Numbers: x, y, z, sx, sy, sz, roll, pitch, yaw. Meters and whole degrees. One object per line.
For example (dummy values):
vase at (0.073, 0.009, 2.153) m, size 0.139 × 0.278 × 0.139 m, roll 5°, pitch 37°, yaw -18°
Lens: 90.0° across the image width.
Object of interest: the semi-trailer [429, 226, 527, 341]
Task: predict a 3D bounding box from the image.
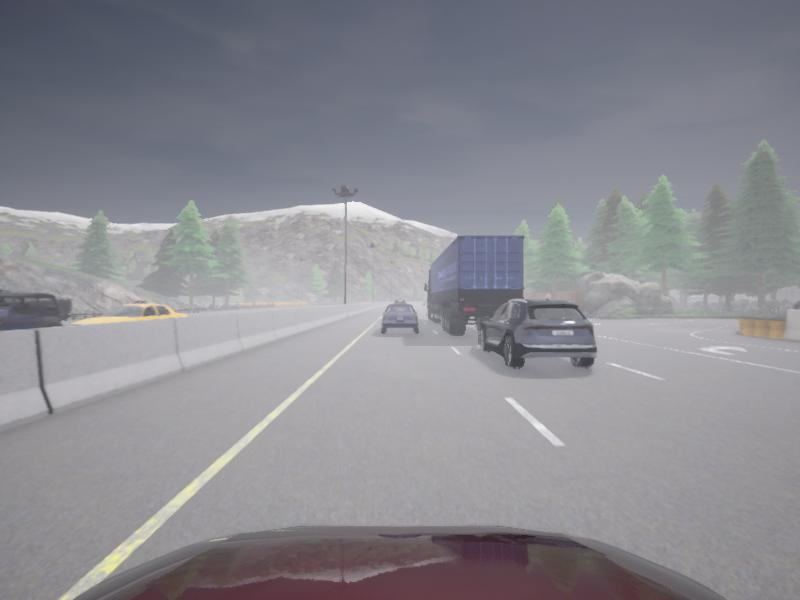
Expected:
semi-trailer at (3.508, -0.620, 22.434) m, size 2.717 × 4.402 × 14.254 m, roll 0°, pitch 0°, yaw 0°

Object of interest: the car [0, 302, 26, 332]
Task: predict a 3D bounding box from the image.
car at (-20.999, 0.837, 18.854) m, size 2.128 × 1.511 × 4.902 m, roll 0°, pitch 0°, yaw 0°

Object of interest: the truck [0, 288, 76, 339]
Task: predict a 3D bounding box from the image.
truck at (-17.498, 0.543, 16.973) m, size 2.390 × 2.098 × 6.274 m, roll 0°, pitch 0°, yaw 0°

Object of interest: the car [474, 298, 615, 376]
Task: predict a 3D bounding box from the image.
car at (3.488, 0.778, 10.840) m, size 2.033 × 1.649 × 4.856 m, roll 0°, pitch 0°, yaw 0°

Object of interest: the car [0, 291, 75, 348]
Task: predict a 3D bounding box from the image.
car at (-14.000, 0.647, 14.128) m, size 1.905 × 1.878 × 3.866 m, roll 0°, pitch 0°, yaw 0°

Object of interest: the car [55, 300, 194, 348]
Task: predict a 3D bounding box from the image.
car at (-10.499, 0.800, 15.913) m, size 1.801 × 1.575 × 5.366 m, roll 0°, pitch 0°, yaw 0°

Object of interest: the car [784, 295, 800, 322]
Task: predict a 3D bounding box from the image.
car at (26.569, 0.577, 24.106) m, size 4.856 × 1.649 × 2.033 m, roll 1°, pitch 0°, yaw 1°

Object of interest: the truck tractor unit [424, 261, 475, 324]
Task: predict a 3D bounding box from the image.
truck tractor unit at (3.514, -0.524, 30.353) m, size 3.053 × 4.208 × 6.516 m, roll 0°, pitch 0°, yaw 0°

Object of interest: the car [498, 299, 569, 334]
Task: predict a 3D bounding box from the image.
car at (7.002, 0.781, 21.607) m, size 2.152 × 1.651 × 5.027 m, roll 0°, pitch 0°, yaw 0°

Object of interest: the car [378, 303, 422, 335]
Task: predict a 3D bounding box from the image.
car at (0.004, 0.895, 20.828) m, size 2.033 × 1.411 × 5.357 m, roll 0°, pitch 0°, yaw 0°
